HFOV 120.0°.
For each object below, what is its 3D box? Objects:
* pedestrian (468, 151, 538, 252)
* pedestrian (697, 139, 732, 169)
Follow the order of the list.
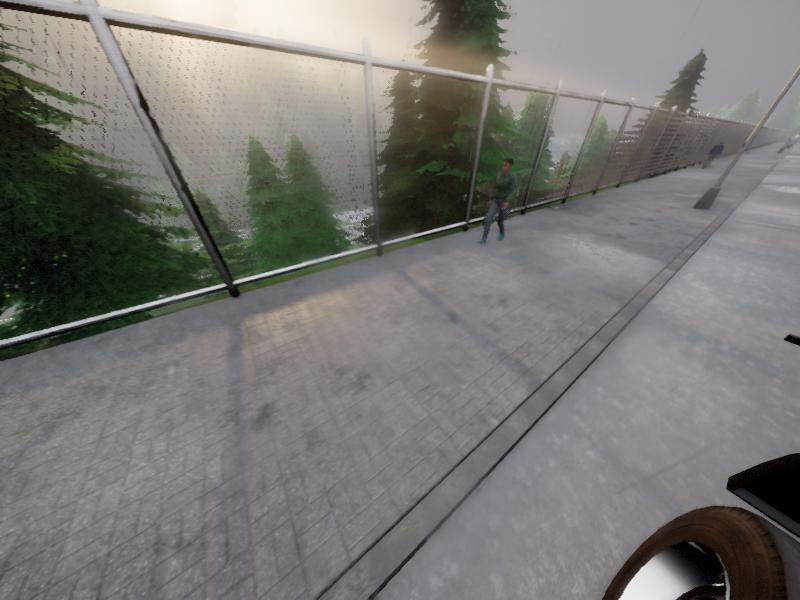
[{"bbox_3d":[2.178,-2.136,5.081,0.751,1.860,0.751,-27,43,-32],"label":"pedestrian"},{"bbox_3d":[23.757,-11.022,17.475,0.751,1.860,0.751,-23,41,-29],"label":"pedestrian"}]
